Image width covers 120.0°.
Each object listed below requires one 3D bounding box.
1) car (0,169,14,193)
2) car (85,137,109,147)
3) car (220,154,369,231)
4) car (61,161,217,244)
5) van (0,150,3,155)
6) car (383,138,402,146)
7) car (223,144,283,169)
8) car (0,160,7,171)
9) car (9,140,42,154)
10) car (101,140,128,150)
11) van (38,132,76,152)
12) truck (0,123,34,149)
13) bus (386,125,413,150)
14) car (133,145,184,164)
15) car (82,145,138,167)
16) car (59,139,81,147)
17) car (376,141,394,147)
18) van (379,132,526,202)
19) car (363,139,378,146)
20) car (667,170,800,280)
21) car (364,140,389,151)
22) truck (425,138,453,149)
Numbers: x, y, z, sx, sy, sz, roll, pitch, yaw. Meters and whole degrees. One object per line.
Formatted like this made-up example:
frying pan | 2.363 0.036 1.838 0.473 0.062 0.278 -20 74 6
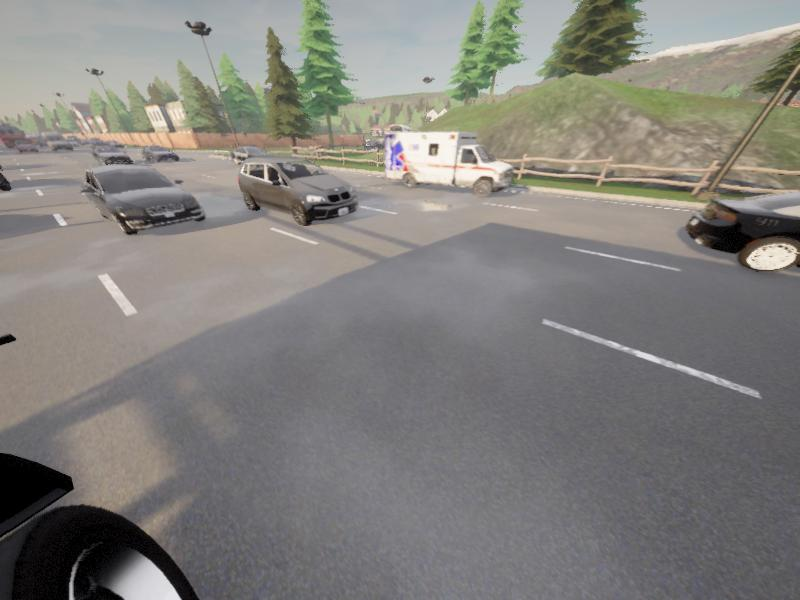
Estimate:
car | -21.094 -6.169 11.016 5.027 1.651 2.152 22 41 28
car | -67.456 -35.099 51.354 4.553 1.767 2.097 22 41 28
car | -3.623 -3.966 8.033 4.611 1.667 2.242 22 41 28
car | -8.120 -3.267 7.151 4.892 1.490 1.837 22 41 28
van | -54.467 -20.170 29.798 6.366 2.431 2.351 22 41 28
car | -2.227 -47.717 69.661 5.566 2.045 2.150 22 41 28
car | -12.939 -12.704 20.331 5.238 1.638 1.930 22 41 28
car | -32.353 -10.723 17.469 4.792 1.488 2.163 22 41 28
car | -53.488 -21.869 32.991 3.633 1.501 1.845 22 41 28
car | -54.828 -29.776 44.288 5.357 1.411 2.033 22 41 28
van | -55.276 -25.481 37.211 5.915 2.561 1.988 22 41 28
truck | -75.053 -31.643 44.614 8.468 3.827 2.891 22 41 28
bus | 0.087 -36.842 52.368 3.944 4.253 10.273 7 36 9
car | -24.652 -14.933 23.583 5.357 1.411 2.033 22 41 28
car | -26.804 -13.348 21.317 5.357 1.411 2.033 22 41 28
car | -72.958 -34.724 51.111 3.806 1.475 1.970 22 41 28
car | -4.099 -43.245 63.946 4.718 1.301 1.895 22 41 28
van | 2.216 -6.816 11.468 6.366 2.431 2.351 22 41 28
car | -9.449 -50.486 73.944 4.611 1.667 2.242 22 41 28
car | 9.186 -1.172 4.230 5.238 1.638 1.930 22 41 28
car | -4.415 -29.655 44.281 2.097 1.767 4.553 26 42 31
truck | 9.346 -38.031 56.015 6.274 2.098 2.390 22 41 28
